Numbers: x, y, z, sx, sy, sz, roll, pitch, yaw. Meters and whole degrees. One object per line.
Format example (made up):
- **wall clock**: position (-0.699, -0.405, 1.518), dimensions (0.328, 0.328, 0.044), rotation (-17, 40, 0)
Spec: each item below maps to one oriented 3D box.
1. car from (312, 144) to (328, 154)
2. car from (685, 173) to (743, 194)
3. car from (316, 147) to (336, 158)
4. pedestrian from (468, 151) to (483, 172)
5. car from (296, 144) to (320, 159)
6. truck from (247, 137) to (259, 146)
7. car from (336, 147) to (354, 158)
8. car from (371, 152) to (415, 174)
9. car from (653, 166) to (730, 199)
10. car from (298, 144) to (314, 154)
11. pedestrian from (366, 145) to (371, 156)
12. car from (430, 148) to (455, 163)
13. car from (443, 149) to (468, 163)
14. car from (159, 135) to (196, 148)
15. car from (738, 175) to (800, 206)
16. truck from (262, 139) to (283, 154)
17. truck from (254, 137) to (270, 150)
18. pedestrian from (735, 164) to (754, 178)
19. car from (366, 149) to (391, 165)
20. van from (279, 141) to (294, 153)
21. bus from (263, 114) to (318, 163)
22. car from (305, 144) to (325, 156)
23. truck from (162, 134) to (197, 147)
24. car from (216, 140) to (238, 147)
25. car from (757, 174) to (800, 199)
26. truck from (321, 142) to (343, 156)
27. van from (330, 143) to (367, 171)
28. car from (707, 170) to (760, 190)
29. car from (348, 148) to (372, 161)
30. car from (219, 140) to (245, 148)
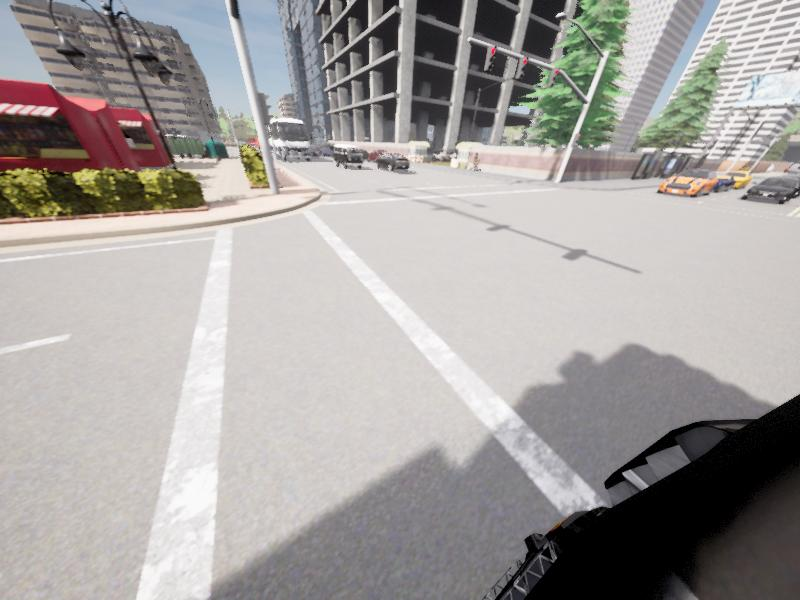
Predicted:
- **car**: position (-18.282, -34.568, 52.786), dimensions (1.930, 1.638, 5.238), rotation (-16, 38, -26)
- **car**: position (27.546, -10.301, 20.268), dimensions (4.718, 1.301, 1.895), rotation (-16, 38, -26)
- **car**: position (-12.662, -25.130, 39.308), dimensions (1.994, 1.385, 4.181), rotation (-16, 38, -26)
- **pedestrian**: position (7.820, -14.412, 24.022), dimensions (0.751, 1.860, 0.751), rotation (-18, 39, -28)
- **car**: position (-14.195, -22.914, 35.643), dimensions (2.152, 1.651, 5.027), rotation (-16, 38, -26)
- **truck**: position (-51.397, -55.451, 80.848), dimensions (2.627, 2.467, 5.204), rotation (-16, 38, -26)
- **car**: position (-9.777, -26.219, 40.990), dimensions (1.789, 1.549, 3.705), rotation (-16, 38, -26)
- **car**: position (-0.839, -13.605, 22.794), dimensions (2.128, 1.511, 4.902), rotation (-16, 38, -26)
- **car**: position (21.503, -8.770, 17.070), dimensions (4.553, 1.767, 2.097), rotation (-16, 38, -26)
- **car**: position (-20.231, -32.596, 49.788), dimensions (2.007, 1.525, 4.514), rotation (-16, 38, -26)
- **pedestrian**: position (-6.208, -29.272, 45.243), dimensions (0.751, 1.860, 0.751), rotation (-16, 38, -26)
- **car**: position (7.059, -24.328, 38.876), dimensions (1.905, 1.878, 3.866), rotation (-16, 38, -26)
- **car**: position (9.599, -25.060, 40.165), dimensions (1.905, 1.878, 3.866), rotation (-16, 38, -26)
- **car**: position (-43.080, -30.807, 44.892), dimensions (4.605, 1.855, 1.932), rotation (-16, 38, -26)
- **car**: position (26.270, -7.769, 16.199), dimensions (4.892, 1.490, 1.837), rotation (-16, 38, -26)
- **truck**: position (-24.321, -29.192, 43.862), dimensions (2.390, 2.098, 6.274), rotation (-16, 38, -26)
- **truck**: position (-34.812, -39.444, 58.103), dimensions (2.627, 2.467, 5.204), rotation (-16, 38, -26)
- **pedestrian**: position (53.945, -20.122, 36.144), dimensions (0.751, 1.860, 0.751), rotation (-15, 38, -25)
- **car**: position (-3.004, -19.623, 31.565), dimensions (1.851, 1.617, 3.988), rotation (-16, 38, -26)
- **van**: position (-24.545, -33.187, 49.935), dimensions (1.775, 1.987, 4.442), rotation (-16, 38, -26)
- **bus**: position (-13.954, -20.128, 29.114), dimensions (3.944, 4.253, 10.273), rotation (-16, 38, -26)
- **car**: position (-16.318, -28.812, 44.324), dimensions (2.152, 1.651, 5.027), rotation (-16, 38, -26)
- **truck**: position (-44.587, -32.308, 46.858), dimensions (4.478, 2.038, 2.069), rotation (-16, 38, -26)
- **car**: position (-46.938, -42.591, 62.927), dimensions (4.514, 1.525, 2.007), rotation (-16, 38, -26)
- **car**: position (32.501, -9.560, 19.351), dimensions (4.892, 1.490, 1.837), rotation (-16, 38, -26)
- **truck**: position (-13.697, -30.286, 46.301), dimensions (2.390, 2.098, 6.274), rotation (-16, 38, -26)
- **van**: position (-5.176, -14.282, 23.004), dimensions (2.069, 2.038, 4.480), rotation (-16, 38, -26)
- **car**: position (33.544, -12.121, 23.229), dimensions (5.008, 1.535, 1.882), rotation (-16, 38, -26)
- **car**: position (-6.354, -22.860, 36.228), dimensions (1.882, 1.535, 5.008), rotation (-16, 38, -26)
- **car**: position (-44.245, -41.158, 60.902), dimensions (5.366, 1.575, 1.801), rotation (-16, 38, -26)
